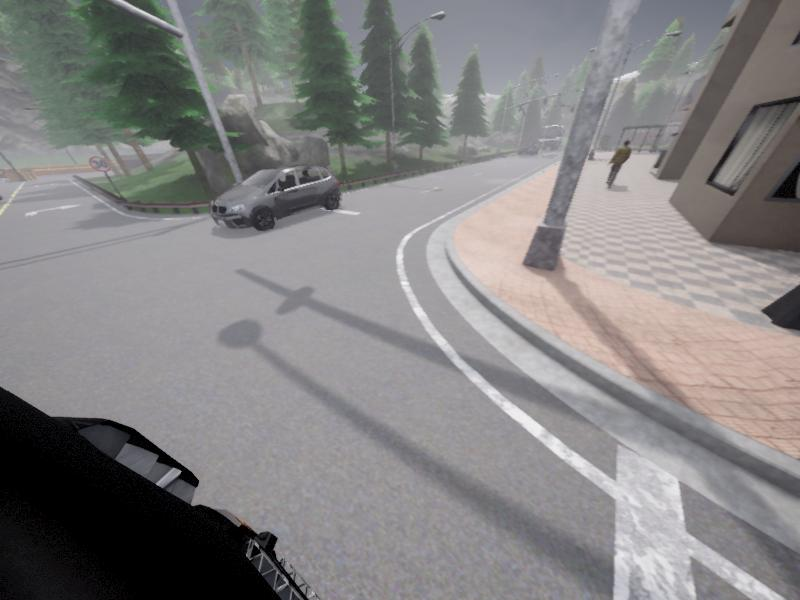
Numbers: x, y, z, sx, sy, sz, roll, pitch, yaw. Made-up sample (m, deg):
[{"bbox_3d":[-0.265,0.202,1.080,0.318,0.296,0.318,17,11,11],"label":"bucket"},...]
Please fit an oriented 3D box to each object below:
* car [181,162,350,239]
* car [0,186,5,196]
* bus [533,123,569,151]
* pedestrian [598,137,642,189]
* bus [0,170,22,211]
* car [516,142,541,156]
[{"bbox_3d":[-4.362,-3.917,8.473,2.242,1.667,4.611,17,39,27],"label":"car"},{"bbox_3d":[-33.681,-8.985,18.083,4.902,1.511,2.128,21,41,31],"label":"car"},{"bbox_3d":[31.831,-34.024,48.415,3.944,4.253,10.273,21,40,30],"label":"bus"},{"bbox_3d":[9.465,-5.943,10.042,0.751,1.860,0.751,20,40,29],"label":"pedestrian"},{"bbox_3d":[-26.430,-7.380,12.761,10.273,4.253,3.944,21,41,31],"label":"bus"},{"bbox_3d":[20.175,-23.713,36.204,2.242,1.667,4.611,21,40,30],"label":"car"}]
